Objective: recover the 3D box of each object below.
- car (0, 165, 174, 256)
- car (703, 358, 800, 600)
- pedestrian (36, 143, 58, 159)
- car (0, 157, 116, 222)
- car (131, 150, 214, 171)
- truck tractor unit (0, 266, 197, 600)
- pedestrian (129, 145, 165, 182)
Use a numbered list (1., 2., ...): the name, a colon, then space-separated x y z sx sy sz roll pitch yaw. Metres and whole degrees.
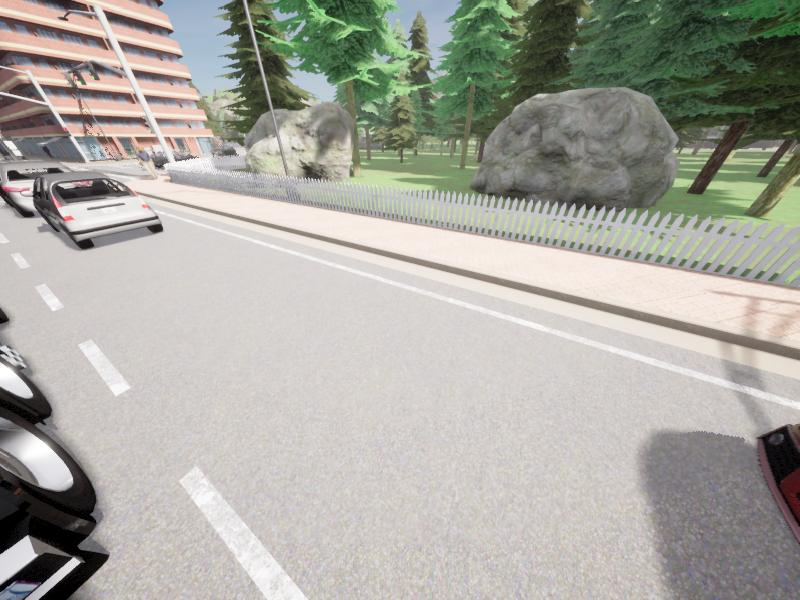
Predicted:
1. car: -8.950 -2.775 6.640 3.988 1.617 1.851 18 39 25
2. car: 4.244 1.738 0.273 4.181 1.385 1.994 18 39 25
3. pedestrian: -48.920 -20.614 32.017 0.751 1.860 0.751 19 39 26
4. car: -14.320 -4.612 9.263 4.611 1.667 2.242 19 39 25
5. car: -21.821 -13.732 22.554 2.033 1.411 5.357 12 37 18
6. truck tractor unit: -5.114 -0.298 0.774 6.516 4.208 3.053 18 39 24
7. pedestrian: -15.645 -8.459 14.320 0.751 1.860 0.751 27 43 33
